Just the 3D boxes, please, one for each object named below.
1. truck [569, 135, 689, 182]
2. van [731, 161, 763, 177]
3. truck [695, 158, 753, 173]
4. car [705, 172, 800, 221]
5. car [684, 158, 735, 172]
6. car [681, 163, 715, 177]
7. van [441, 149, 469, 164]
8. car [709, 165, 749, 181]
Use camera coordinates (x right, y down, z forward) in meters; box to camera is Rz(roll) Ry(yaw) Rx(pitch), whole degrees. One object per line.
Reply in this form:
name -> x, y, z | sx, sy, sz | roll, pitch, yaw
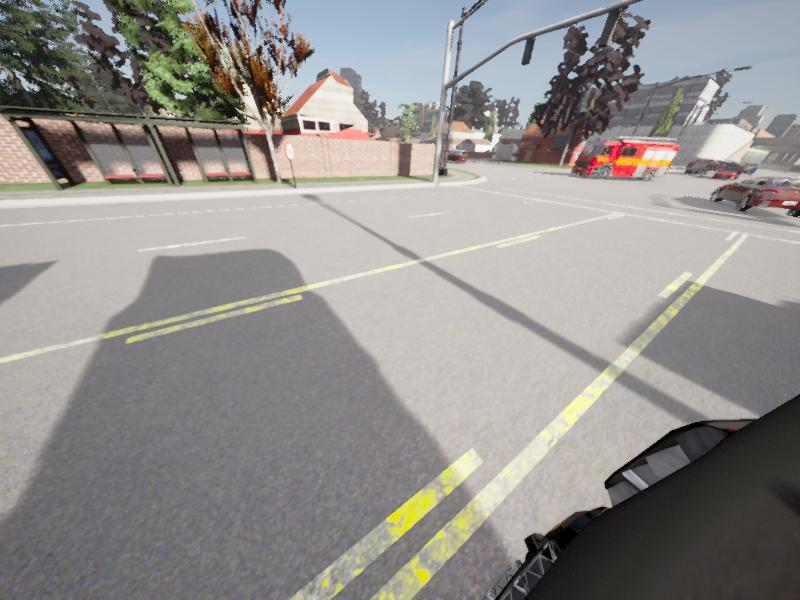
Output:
truck -> 23.893, -15.082, 24.683 | 8.468, 3.827, 2.891 | 1, 35, -2
van -> 55.292, -20.875, 36.794 | 4.442, 1.987, 1.775 | -18, 39, -28
truck -> 67.060, -28.049, 48.038 | 2.390, 2.098, 6.274 | -10, 36, -18
car -> 19.987, -5.885, 12.747 | 2.152, 1.651, 5.027 | 21, 38, 25
car -> 62.974, -27.629, 47.226 | 2.150, 2.045, 5.566 | -9, 35, -16
car -> 44.232, -19.319, 34.278 | 4.892, 1.490, 1.837 | -19, 39, -28
van -> 9.523, -25.029, 40.286 | 1.775, 1.987, 4.442 | -20, 40, -29
car -> 42.673, -16.486, 29.951 | 4.514, 1.525, 2.007 | -18, 39, -28
